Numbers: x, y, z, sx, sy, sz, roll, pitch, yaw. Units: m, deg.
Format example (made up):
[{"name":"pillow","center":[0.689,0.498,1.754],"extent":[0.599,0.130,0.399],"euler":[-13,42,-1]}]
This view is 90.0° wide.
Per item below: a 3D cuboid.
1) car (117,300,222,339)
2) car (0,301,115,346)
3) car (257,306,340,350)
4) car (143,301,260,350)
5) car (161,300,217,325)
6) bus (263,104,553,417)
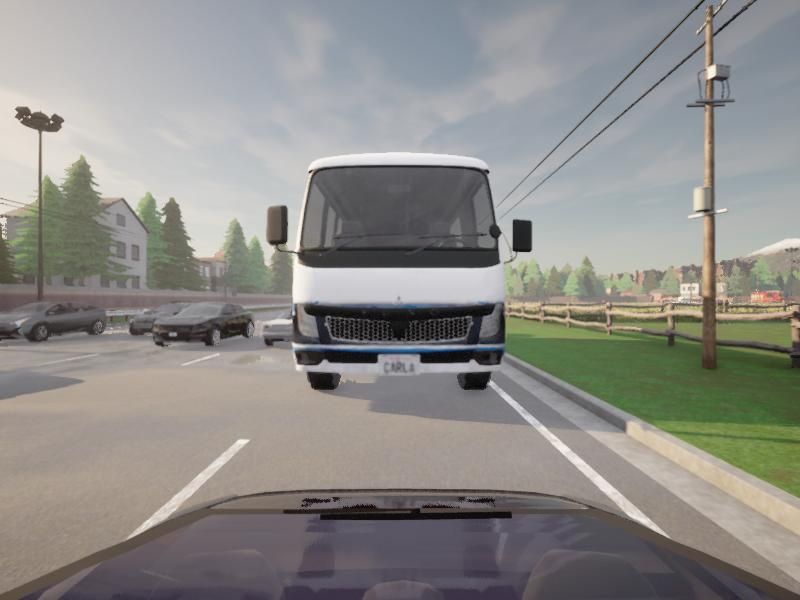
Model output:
[{"name":"car","center":[-10.513,0.802,18.796],"extent":[2.038,1.542,4.974],"euler":[0,0,0]},{"name":"car","center":[-14.037,0.810,16.036],"extent":[2.007,1.525,4.514],"euler":[0,0,0]},{"name":"car","center":[-3.536,0.927,14.876],"extent":[1.895,1.301,4.718],"euler":[0,0,0]},{"name":"car","center":[-7.035,0.806,14.891],"extent":[1.882,1.535,5.008],"euler":[0,0,0]},{"name":"car","center":[-14.062,0.786,26.896],"extent":[1.789,1.549,3.705],"euler":[0,0,0]},{"name":"bus","center":[0.096,-0.547,10.582],"extent":[3.944,4.253,10.273],"euler":[0,0,0]}]
